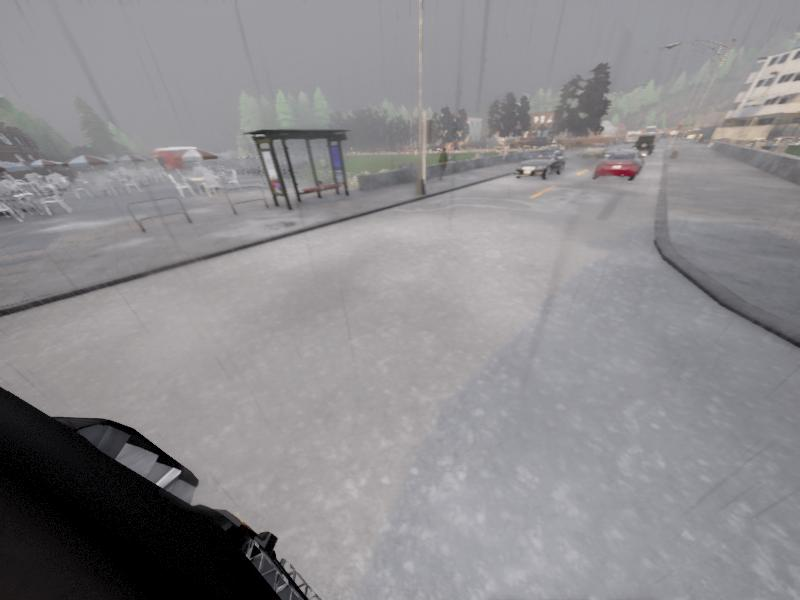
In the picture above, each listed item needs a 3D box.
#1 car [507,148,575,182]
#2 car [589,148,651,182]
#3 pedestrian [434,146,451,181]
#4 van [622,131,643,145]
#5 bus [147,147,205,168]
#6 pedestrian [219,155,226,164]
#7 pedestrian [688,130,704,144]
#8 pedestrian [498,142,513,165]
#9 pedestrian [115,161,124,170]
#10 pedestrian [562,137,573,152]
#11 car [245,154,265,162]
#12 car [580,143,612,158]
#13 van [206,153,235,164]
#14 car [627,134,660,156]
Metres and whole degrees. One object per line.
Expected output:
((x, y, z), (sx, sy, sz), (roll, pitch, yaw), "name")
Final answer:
((9.321, -8.955, 15.173), (2.128, 1.511, 4.902), (27, 44, 36), "car")
((13.278, -8.217, 13.886), (1.994, 1.385, 4.181), (26, 43, 36), "car")
((2.686, -8.625, 14.664), (0.751, 1.860, 0.751), (11, 36, 20), "pedestrian")
((55.061, -38.484, 54.750), (2.351, 2.431, 6.366), (26, 43, 36), "van")
((-61.110, -39.246, 63.470), (3.944, 4.253, 10.273), (26, 43, 36), "bus")
((-48.936, -38.634, 63.515), (0.751, 1.860, 0.751), (26, 43, 36), "pedestrian")
((51.973, -28.600, 40.519), (0.751, 1.860, 0.751), (-6, 34, -5), "pedestrian")
((10.056, -14.009, 22.107), (0.751, 1.860, 0.751), (-29, 42, -33), "pedestrian")
((-71.608, -34.391, 58.990), (0.751, 1.860, 0.751), (22, 41, 32), "pedestrian")
((26.145, -24.174, 35.986), (0.751, 1.860, 0.751), (25, 43, 35), "pedestrian")
((-45.659, -44.776, 72.838), (2.033, 1.649, 4.856), (26, 43, 36), "car")
((23.475, -17.932, 27.628), (1.895, 1.301, 4.718), (26, 43, 36), "car")
((-54.286, -42.967, 69.985), (1.988, 2.561, 5.915), (26, 43, 36), "van")
((27.621, -17.551, 26.196), (1.905, 1.878, 3.866), (26, 43, 36), "car")
